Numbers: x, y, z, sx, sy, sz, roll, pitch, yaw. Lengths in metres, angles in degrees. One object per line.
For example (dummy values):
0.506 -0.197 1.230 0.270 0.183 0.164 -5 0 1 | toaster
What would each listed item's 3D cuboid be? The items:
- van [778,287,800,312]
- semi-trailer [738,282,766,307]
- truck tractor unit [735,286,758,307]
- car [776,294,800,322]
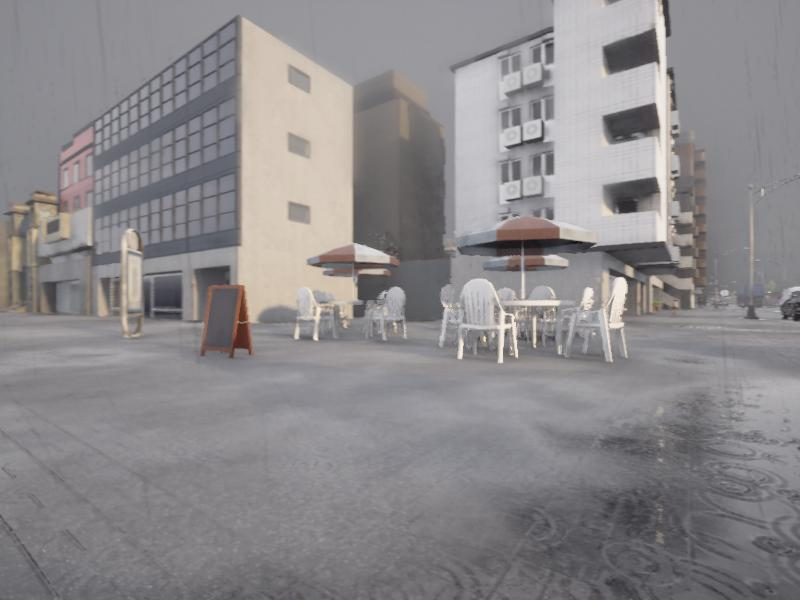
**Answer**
43.423 -0.070 43.923 1.988 2.561 5.915 0 0 36 | van
67.526 -0.856 77.080 2.717 4.402 14.254 0 0 36 | semi-trailer
72.179 -0.727 83.482 3.053 4.208 6.516 0 0 36 | truck tractor unit
22.619 0.402 22.120 2.033 1.411 5.357 0 0 36 | car
